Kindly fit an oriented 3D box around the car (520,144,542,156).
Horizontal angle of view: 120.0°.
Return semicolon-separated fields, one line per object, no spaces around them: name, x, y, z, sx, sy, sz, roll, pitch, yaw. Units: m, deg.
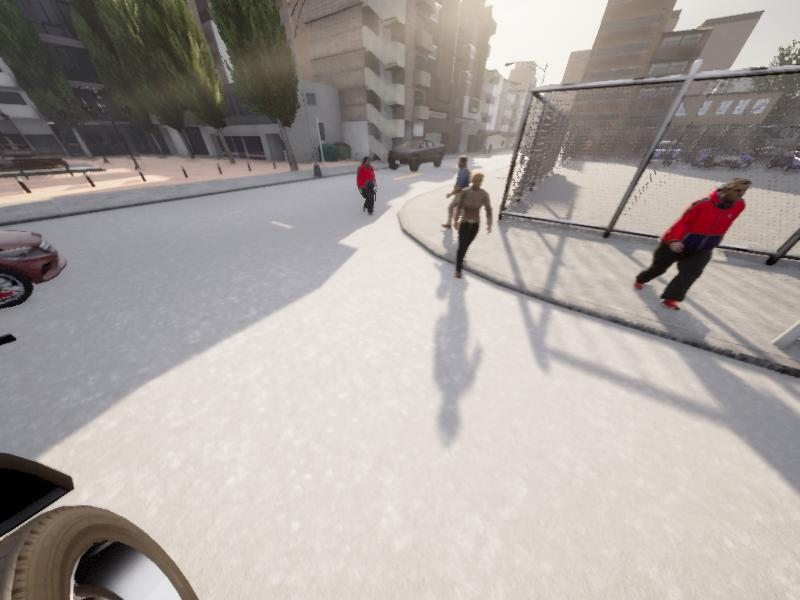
car;21.587;-24.839;38.098;2.033;1.411;5.357;22;40;27

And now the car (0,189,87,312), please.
car;-7.767;-0.026;2.621;1.812;1.442;4.674;22;40;27

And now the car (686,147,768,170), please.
car;29.215;-12.829;20.884;3.705;1.547;1.789;22;40;27

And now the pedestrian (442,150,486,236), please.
pedestrian;1.582;-2.711;5.911;0.751;1.860;0.751;8;36;11

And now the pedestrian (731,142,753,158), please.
pedestrian;46.595;-20.466;31.493;0.751;1.860;0.751;22;40;27

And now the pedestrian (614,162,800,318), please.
pedestrian;4.041;-0.780;3.196;0.751;1.860;0.751;13;37;18

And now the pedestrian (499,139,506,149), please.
pedestrian;23.511;-35.762;52.971;0.751;1.860;0.751;22;40;27

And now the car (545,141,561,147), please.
car;53.390;-54.262;80.517;5.027;1.651;2.152;-18;39;-24

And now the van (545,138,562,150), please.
van;39.608;-40.312;59.669;2.351;2.431;6.366;22;40;27

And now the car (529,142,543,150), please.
car;36.371;-41.237;61.904;2.152;1.651;5.027;22;40;27

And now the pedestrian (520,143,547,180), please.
pedestrian;8.185;-8.516;14.199;0.751;1.860;0.751;27;43;32

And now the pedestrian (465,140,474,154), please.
pedestrian;11.187;-24.695;37.175;0.751;1.860;0.751;26;43;32

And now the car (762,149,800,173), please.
car;33.220;-11.636;19.244;1.845;1.501;3.633;22;40;27

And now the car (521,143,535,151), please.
car;30.114;-35.977;54.344;1.970;1.475;3.806;22;40;27

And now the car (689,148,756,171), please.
car;29.117;-12.921;21.137;2.033;1.415;5.357;22;40;27

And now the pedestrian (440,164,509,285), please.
pedestrian;1.207;-1.286;4.084;0.751;1.860;0.751;6;36;8

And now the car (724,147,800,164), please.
car;43.350;-17.364;27.608;4.892;1.490;1.837;21;40;27

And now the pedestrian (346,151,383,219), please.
pedestrian;-1.104;-3.735;7.535;0.751;1.860;0.751;25;42;31

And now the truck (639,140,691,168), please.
truck;25.935;-14.550;22.877;2.069;2.038;4.478;22;40;27

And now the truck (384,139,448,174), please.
truck;1.557;-12.314;19.555;2.390;2.098;6.274;21;40;27
